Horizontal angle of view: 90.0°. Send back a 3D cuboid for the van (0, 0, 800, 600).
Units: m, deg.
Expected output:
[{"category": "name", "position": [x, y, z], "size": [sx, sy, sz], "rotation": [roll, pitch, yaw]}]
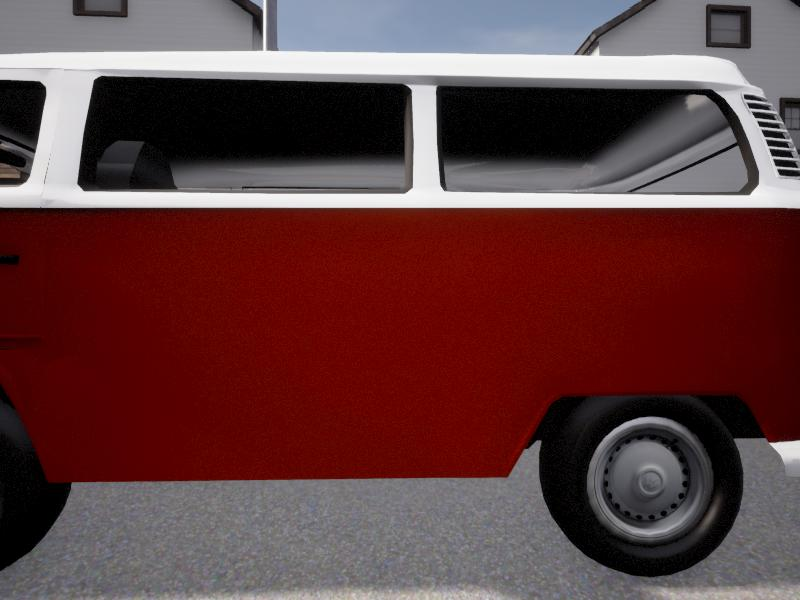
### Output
[{"category": "van", "position": [-0.423, -0.028, 2.192], "size": [4.480, 2.038, 2.069], "rotation": [0, 0, -2]}]
